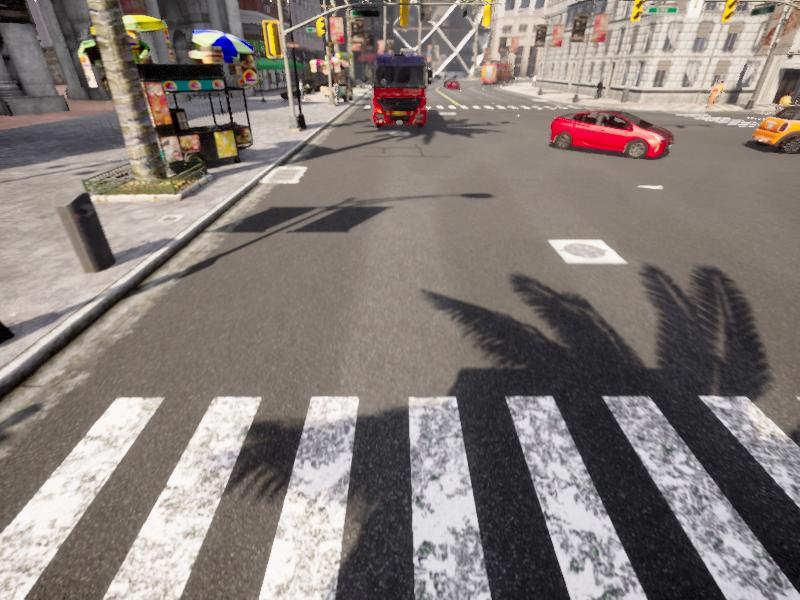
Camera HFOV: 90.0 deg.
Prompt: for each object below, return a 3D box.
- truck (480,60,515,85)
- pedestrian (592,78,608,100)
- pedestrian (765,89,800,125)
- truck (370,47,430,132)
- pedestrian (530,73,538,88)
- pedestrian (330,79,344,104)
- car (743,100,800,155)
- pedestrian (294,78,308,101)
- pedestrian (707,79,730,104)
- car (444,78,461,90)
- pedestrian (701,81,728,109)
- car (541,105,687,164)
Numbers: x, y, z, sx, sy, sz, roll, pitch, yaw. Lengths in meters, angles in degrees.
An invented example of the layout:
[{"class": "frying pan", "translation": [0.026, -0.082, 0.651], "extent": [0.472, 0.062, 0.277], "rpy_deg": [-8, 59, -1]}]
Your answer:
[{"class": "truck", "translation": [18.496, -42.983, 75.599], "extent": [2.891, 3.827, 8.468], "rpy_deg": [19, 35, 29]}, {"class": "pedestrian", "translation": [19.372, -20.492, 38.794], "extent": [0.751, 1.860, 0.751], "rpy_deg": [1, 30, 2]}, {"class": "pedestrian", "translation": [22.344, -11.246, 23.309], "extent": [0.751, 1.860, 0.751], "rpy_deg": [2, 30, 4]}, {"class": "truck", "translation": [-0.025, -12.747, 23.968], "extent": [2.891, 3.827, 8.468], "rpy_deg": [0, 30, 0]}, {"class": "pedestrian", "translation": [20.265, -33.248, 60.573], "extent": [0.751, 1.860, 0.751], "rpy_deg": [1, 30, 1]}, {"class": "pedestrian", "translation": [-5.360, -17.784, 34.162], "extent": [0.751, 1.860, 0.751], "rpy_deg": [18, 35, 27]}, {"class": "car", "translation": [17.128, -6.835, 15.892], "extent": [4.553, 1.767, 2.097], "rpy_deg": [6, 31, 11]}, {"class": "pedestrian", "translation": [-9.211, -19.598, 37.256], "extent": [0.751, 1.860, 0.751], "rpy_deg": [24, 38, 35]}, {"class": "pedestrian", "translation": [27.050, -17.691, 34.015], "extent": [0.751, 1.860, 0.751], "rpy_deg": [0, 30, -1]}, {"class": "car", "translation": [7.778, -32.161, 59.549], "extent": [1.994, 1.385, 4.181], "rpy_deg": [0, 30, 0]}, {"class": "pedestrian", "translation": [23.703, -15.463, 30.209], "extent": [0.751, 1.860, 0.751], "rpy_deg": [-8, 31, -13]}, {"class": "car", "translation": [8.335, -6.720, 15.953], "extent": [4.514, 1.525, 2.007], "rpy_deg": [26, 40, 37]}]
